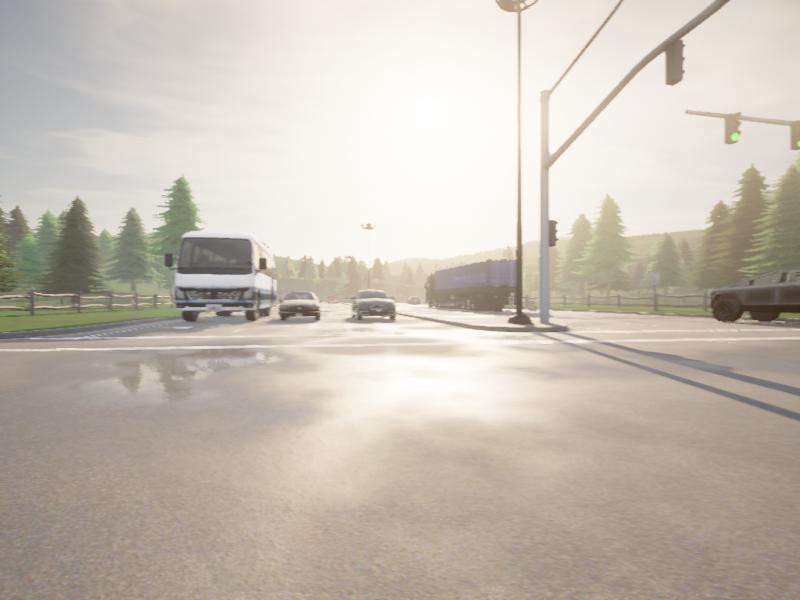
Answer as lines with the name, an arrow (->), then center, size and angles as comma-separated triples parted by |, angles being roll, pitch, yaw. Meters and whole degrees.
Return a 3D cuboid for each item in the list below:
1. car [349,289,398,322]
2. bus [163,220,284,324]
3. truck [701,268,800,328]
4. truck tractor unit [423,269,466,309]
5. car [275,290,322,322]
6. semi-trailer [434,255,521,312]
car -> -1.474, 0.229, 20.443 | 1.837, 1.490, 4.892 | 0, 0, -12
bus -> -8.772, -1.149, 21.734 | 3.944, 4.253, 10.273 | 0, 0, -12
truck -> 15.043, -0.071, 14.740 | 2.390, 2.098, 6.274 | 0, 0, -12
truck tractor unit -> 4.962, -1.155, 45.872 | 3.053, 4.208, 6.516 | 0, 0, -12
car -> -5.041, 0.280, 20.395 | 2.033, 1.411, 5.357 | 0, 0, -12
semi-trailer -> 6.648, -1.249, 38.136 | 2.717, 4.402, 14.254 | 0, 0, -12
